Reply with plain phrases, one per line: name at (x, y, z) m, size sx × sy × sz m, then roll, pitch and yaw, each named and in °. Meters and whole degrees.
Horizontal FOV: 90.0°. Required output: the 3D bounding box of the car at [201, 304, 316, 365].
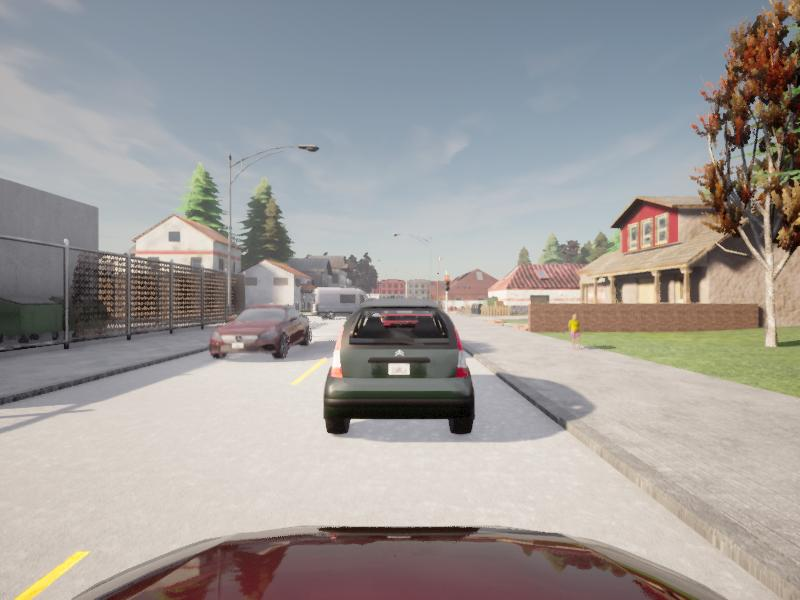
car at (-3.971, 0.869, 12.148) m, size 1.812 × 1.442 × 4.674 m, roll 0°, pitch 0°, yaw 0°

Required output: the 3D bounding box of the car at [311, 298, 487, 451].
car at (-0.005, 0.788, 6.219) m, size 1.851 × 1.617 × 3.988 m, roll 0°, pitch 0°, yaw 0°

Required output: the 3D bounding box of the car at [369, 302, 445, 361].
car at (0.127, 0.828, 12.723) m, size 2.007 × 1.525 × 4.514 m, roll 0°, pitch 0°, yaw -2°

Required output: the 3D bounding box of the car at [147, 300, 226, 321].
car at (-16.951, 0.802, 31.887) m, size 5.366 × 1.575 × 1.801 m, roll 0°, pitch 0°, yaw 0°

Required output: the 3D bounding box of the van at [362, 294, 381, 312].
van at (-4.044, 0.377, 57.411) m, size 2.351 × 2.431 × 6.366 m, roll 0°, pitch 0°, yaw 0°

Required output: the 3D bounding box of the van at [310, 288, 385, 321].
van at (-4.342, 0.323, 33.555) m, size 5.915 × 2.561 × 1.988 m, roll 0°, pitch 1°, yaw -23°

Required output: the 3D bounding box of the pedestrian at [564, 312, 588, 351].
pedestrian at (5.168, 0.913, 11.754) m, size 0.500 × 1.100 × 0.500 m, roll 0°, pitch 0°, yaw 0°
